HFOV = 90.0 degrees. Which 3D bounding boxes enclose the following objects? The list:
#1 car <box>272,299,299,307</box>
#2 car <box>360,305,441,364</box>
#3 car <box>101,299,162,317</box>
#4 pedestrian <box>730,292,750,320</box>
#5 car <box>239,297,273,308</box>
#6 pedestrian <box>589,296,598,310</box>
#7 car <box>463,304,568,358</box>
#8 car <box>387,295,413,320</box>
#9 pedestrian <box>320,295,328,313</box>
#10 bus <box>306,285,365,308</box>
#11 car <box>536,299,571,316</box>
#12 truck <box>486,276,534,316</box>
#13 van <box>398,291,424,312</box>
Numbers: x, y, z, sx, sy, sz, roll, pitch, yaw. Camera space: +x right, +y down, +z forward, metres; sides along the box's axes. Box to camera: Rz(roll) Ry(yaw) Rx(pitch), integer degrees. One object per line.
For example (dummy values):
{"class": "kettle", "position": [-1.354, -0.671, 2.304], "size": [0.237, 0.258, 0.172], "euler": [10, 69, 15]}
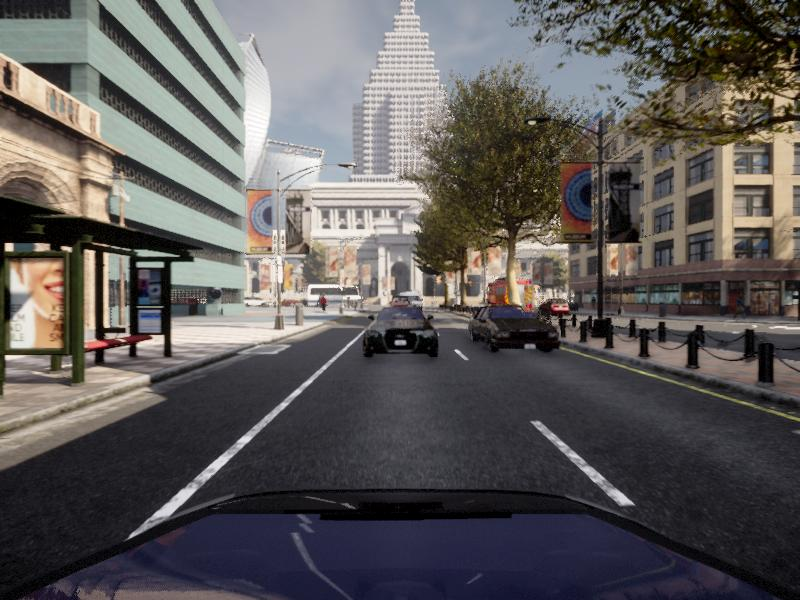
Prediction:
{"class": "car", "position": [-23.327, 0.649, 81.911], "size": [5.008, 1.535, 1.882], "euler": [0, 0, 0]}
{"class": "car", "position": [0.022, 0.878, 12.043], "size": [1.994, 1.385, 4.181], "euler": [0, 0, 0]}
{"class": "car", "position": [-23.466, 0.641, 35.274], "size": [2.128, 1.511, 4.902], "euler": [0, 0, 0]}
{"class": "pedestrian", "position": [23.019, 0.426, 27.071], "size": [0.751, 1.860, 0.751], "euler": [0, 0, 5]}
{"class": "car", "position": [-26.926, 0.409, 74.910], "size": [5.566, 2.045, 2.150], "euler": [0, 0, 0]}
{"class": "pedestrian", "position": [24.585, 0.376, 50.817], "size": [0.751, 1.860, 0.751], "euler": [0, 0, 2]}
{"class": "car", "position": [3.543, 0.864, 13.482], "size": [2.033, 1.411, 5.357], "euler": [0, 0, 0]}
{"class": "car", "position": [-0.002, 0.577, 31.682], "size": [1.905, 1.878, 3.866], "euler": [0, 0, 0]}
{"class": "pedestrian", "position": [-8.110, 0.394, 42.648], "size": [0.751, 1.860, 0.751], "euler": [0, 0, 3]}
{"class": "bus", "position": [-11.929, -0.698, 74.989], "size": [10.273, 4.253, 3.944], "euler": [0, 0, 0]}
{"class": "car", "position": [14.984, 0.704, 39.203], "size": [1.851, 1.617, 3.988], "euler": [0, 0, 0]}
{"class": "truck", "position": [11.486, -0.412, 42.720], "size": [2.891, 3.827, 8.468], "euler": [0, 0, 0]}
{"class": "van", "position": [1.387, 0.212, 51.809], "size": [1.988, 2.561, 5.915], "euler": [0, 0, -13]}
